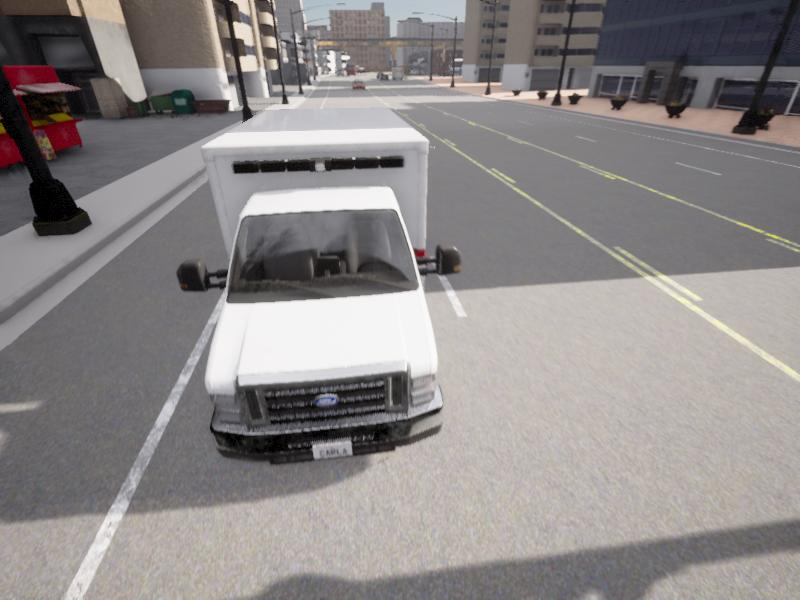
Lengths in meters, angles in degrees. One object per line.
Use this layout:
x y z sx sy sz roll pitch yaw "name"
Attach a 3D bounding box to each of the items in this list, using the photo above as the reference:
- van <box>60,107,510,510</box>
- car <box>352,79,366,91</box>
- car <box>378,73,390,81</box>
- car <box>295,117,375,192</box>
-0.942 -1.020 5.476 2.351 2.431 6.366 -4 30 -6 "van"
-7.211 -37.581 69.856 2.242 1.667 4.611 -4 32 -6 "car"
-3.698 -51.613 92.649 2.128 1.511 4.902 -4 31 -6 "car"
-2.139 -5.093 13.543 2.128 1.511 4.902 -4 30 -6 "car"
